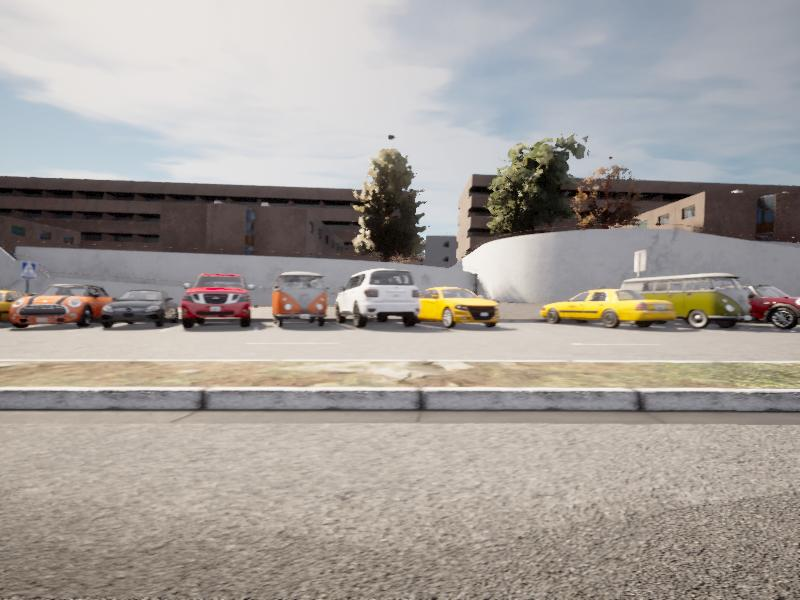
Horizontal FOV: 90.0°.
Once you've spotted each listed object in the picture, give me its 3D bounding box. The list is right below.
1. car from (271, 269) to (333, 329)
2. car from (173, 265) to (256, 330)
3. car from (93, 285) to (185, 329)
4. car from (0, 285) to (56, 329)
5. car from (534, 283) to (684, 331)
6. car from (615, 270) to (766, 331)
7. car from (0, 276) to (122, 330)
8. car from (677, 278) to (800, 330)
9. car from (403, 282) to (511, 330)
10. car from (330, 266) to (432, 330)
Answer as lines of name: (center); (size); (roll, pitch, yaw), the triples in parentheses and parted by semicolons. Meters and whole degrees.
car: (-3.954, -0.002, 15.563); (1.878, 1.987, 4.442); (0, -1, -20)
car: (-6.957, -0.021, 15.653); (2.435, 2.045, 5.566); (0, -1, -20)
car: (-9.949, 0.280, 15.685); (2.002, 1.452, 4.674); (0, -1, -20)
car: (-15.831, 0.273, 15.524); (1.946, 1.575, 5.366); (0, -1, -20)
car: (7.846, 0.259, 15.813); (1.946, 1.575, 5.366); (0, -1, -20)
car: (10.937, 0.048, 15.529); (1.878, 1.987, 4.442); (1, -1, -20)
car: (-12.934, 0.133, 15.721); (2.185, 1.767, 4.553); (0, -1, -20)
car: (13.863, 0.165, 15.658); (2.185, 1.767, 4.553); (1, -1, -20)
car: (1.959, 0.234, 15.659); (2.097, 1.535, 5.008); (1, -1, -20)
car: (-1.032, -0.025, 15.689); (2.435, 2.045, 5.566); (0, -1, -20)
